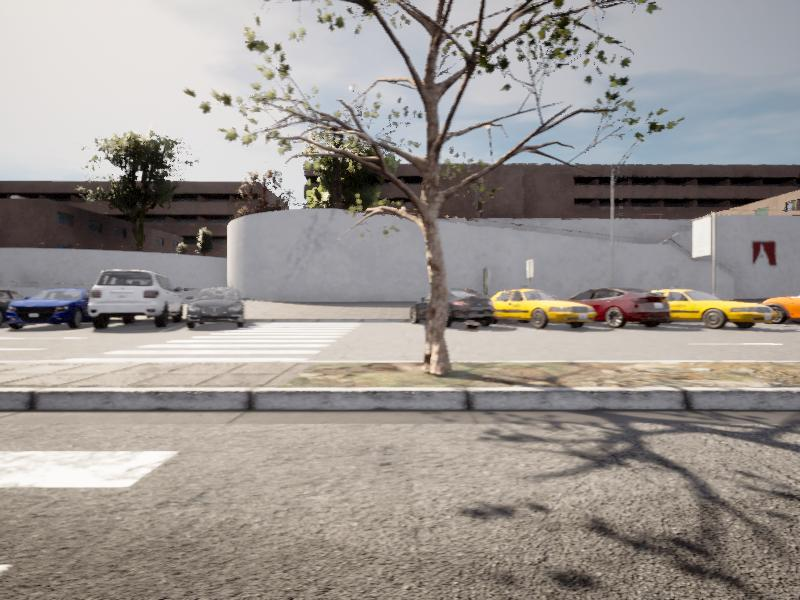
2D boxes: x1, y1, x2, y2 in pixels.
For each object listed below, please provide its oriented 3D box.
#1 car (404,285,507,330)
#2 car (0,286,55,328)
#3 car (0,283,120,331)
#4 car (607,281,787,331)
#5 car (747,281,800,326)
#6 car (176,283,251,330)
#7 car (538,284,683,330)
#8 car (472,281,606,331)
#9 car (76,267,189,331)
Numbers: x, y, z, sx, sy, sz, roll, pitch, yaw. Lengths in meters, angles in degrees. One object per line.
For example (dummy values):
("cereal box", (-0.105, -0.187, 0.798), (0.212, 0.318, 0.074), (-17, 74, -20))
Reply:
("car", (1.931, 0.276, 15.582), (2.002, 1.452, 4.674), (0, -1, -20))
("car", (-15.961, 0.283, 15.590), (2.231, 1.521, 4.892), (0, -1, -20))
("car", (-12.976, 0.268, 15.601), (2.097, 1.535, 5.008), (0, -1, -20))
("car", (10.946, 0.239, 15.408), (1.946, 1.575, 5.366), (1, -1, -20))
("car", (16.856, 0.121, 15.551), (2.185, 1.767, 4.553), (0, -1, -20))
("car", (-7.010, 0.250, 15.601), (2.231, 1.521, 4.892), (0, -1, -20))
("car", (7.884, 0.270, 15.609), (2.163, 1.488, 4.792), (0, -1, -20))
("car", (4.979, 0.231, 15.412), (1.946, 1.575, 5.366), (1, -1, -20))
("car", (-10.012, 0.006, 15.623), (2.435, 2.045, 5.566), (0, -1, -20))
